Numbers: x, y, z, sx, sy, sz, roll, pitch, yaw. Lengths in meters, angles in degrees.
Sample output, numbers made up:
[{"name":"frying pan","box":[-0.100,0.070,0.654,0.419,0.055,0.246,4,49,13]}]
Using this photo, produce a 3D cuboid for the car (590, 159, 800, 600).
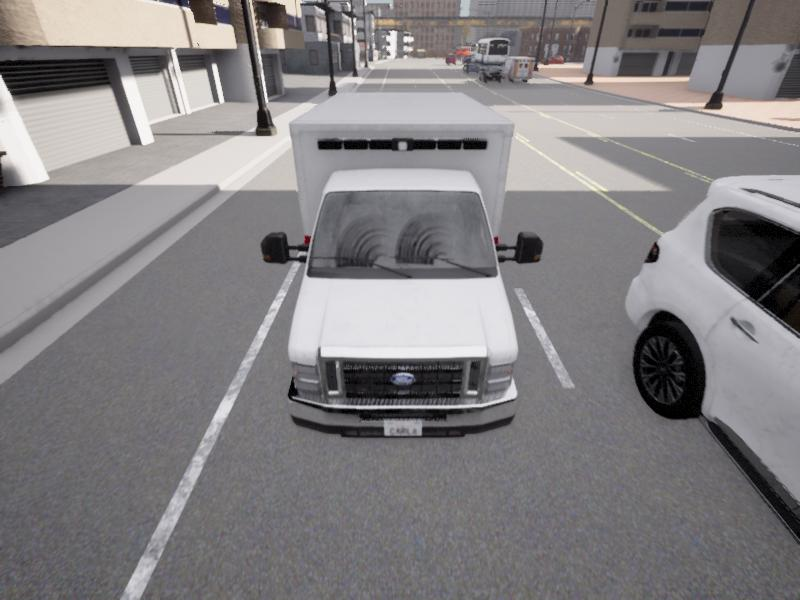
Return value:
[{"name":"car","box":[3.531,0.953,2.162,2.150,2.045,5.566,-1,32,-1]}]

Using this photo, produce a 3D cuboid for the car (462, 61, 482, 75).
[{"name":"car","box":[10.369,-33.752,58.124,2.033,1.411,5.357,0,33,0]}]

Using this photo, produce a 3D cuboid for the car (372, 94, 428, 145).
[{"name":"car","box":[-0.016,-8.129,17.743,2.128,1.511,4.902,0,31,0]}]

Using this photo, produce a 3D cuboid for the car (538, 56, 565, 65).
[{"name":"car","box":[31.788,-50.250,83.866,4.611,1.667,2.242,1,32,1]}]

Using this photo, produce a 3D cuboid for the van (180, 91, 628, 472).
[{"name":"van","box":[0.015,-1.247,5.454,2.351,2.431,6.366,0,31,0]}]

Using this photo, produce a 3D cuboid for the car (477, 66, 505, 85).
[{"name":"car","box":[10.403,-25.916,46.083,2.128,1.511,4.902,0,33,0]}]

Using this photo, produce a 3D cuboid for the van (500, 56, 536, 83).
[{"name":"van","box":[13.899,-27.498,47.660,2.351,2.431,6.366,0,33,0]}]

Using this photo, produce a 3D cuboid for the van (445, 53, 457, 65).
[{"name":"van","box":[10.312,-48.836,81.162,1.775,1.987,4.442,0,32,1]}]

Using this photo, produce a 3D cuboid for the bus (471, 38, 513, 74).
[{"name":"bus","box":[13.737,-37.288,60.937,3.944,4.253,10.273,0,33,0]}]
